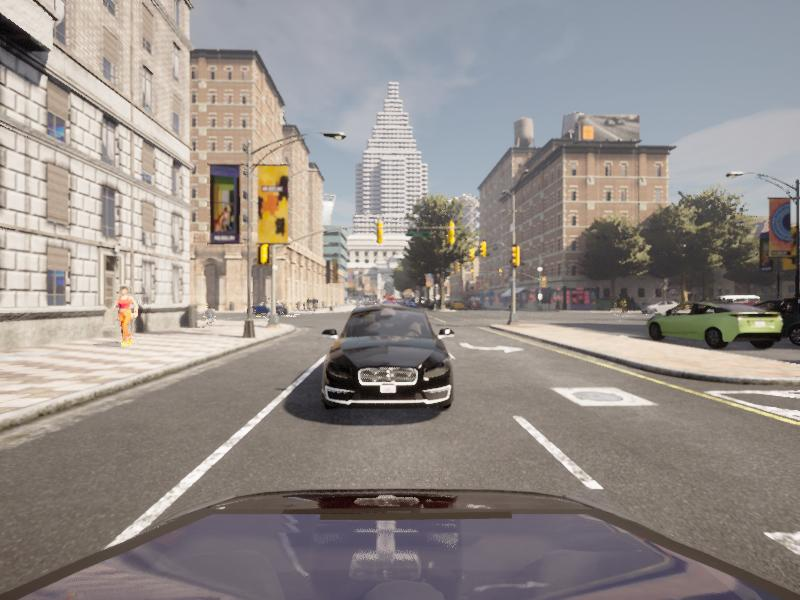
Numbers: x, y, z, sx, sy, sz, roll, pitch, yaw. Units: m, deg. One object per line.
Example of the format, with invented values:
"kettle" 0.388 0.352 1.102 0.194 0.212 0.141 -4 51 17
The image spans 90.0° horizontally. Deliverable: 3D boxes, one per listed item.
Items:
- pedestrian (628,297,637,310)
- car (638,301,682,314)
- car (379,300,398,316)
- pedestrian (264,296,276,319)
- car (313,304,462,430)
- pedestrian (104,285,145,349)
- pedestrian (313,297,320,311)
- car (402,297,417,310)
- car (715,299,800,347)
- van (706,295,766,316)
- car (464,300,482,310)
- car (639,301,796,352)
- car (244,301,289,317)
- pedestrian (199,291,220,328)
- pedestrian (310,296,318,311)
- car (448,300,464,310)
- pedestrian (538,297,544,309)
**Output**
"pedestrian" 31.471 0.475 54.198 0.751 1.860 0.751 0 0 0
"car" 28.806 0.818 44.412 3.633 1.501 1.845 0 0 -2
"car" -1.230 0.814 42.125 1.882 1.535 5.008 0 0 -2
"pedestrian" -11.047 0.630 33.900 0.751 1.860 0.751 0 0 4
"car" -0.215 0.843 7.365 1.837 1.490 4.892 0 0 -2
"pedestrian" -8.245 0.483 11.988 0.751 1.860 0.751 0 0 -6
"pedestrian" -11.101 0.474 53.215 0.751 1.860 0.751 0 0 1
"car" 1.545 0.554 66.980 2.150 2.045 5.566 0 0 -2
"car" 14.563 0.785 15.269 1.851 1.617 3.988 0 0 -2
"van" 34.491 0.563 41.106 4.480 2.038 2.069 0 0 -2
"car" 12.923 0.875 71.278 2.152 1.651 5.027 0 0 -2
"car" 11.073 0.826 14.500 2.007 1.525 4.514 0 0 -2
"car" -13.069 0.845 39.321 3.806 1.475 1.970 0 0 0
"pedestrian" -9.868 0.481 20.747 0.751 1.860 0.751 0 0 0
"pedestrian" -10.604 0.475 49.481 0.751 1.860 0.751 0 0 13
"car" 9.514 0.787 68.381 1.801 1.575 5.366 0 0 -2
"pedestrian" 21.376 0.473 60.633 0.751 1.860 0.751 0 0 2
